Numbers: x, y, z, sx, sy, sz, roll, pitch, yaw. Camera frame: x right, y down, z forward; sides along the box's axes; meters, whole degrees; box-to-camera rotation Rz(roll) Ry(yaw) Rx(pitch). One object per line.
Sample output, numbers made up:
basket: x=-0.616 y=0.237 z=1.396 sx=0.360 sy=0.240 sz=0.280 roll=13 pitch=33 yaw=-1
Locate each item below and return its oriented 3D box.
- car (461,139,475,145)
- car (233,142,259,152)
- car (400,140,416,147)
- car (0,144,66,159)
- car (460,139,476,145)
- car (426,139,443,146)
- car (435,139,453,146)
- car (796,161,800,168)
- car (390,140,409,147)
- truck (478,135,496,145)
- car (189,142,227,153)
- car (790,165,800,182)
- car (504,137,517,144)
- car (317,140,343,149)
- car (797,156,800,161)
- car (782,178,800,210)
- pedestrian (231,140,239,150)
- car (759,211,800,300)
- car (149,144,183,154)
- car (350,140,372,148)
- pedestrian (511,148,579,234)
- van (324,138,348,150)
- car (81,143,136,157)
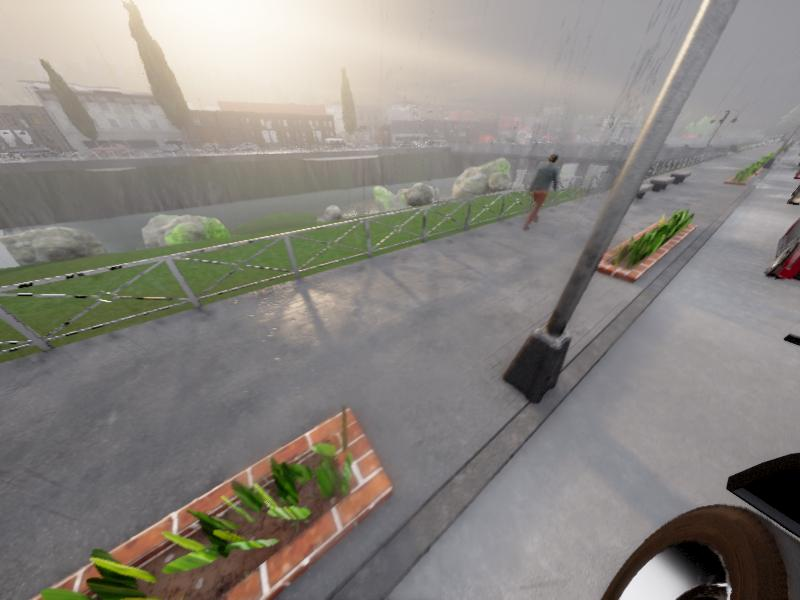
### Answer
car: x=21.505 y=-49.846 z=72.939 sx=3.988 sy=1.617 sz=1.851 roll=-22 pitch=41 yaw=-28
car: x=-31.159 y=-31.000 z=46.802 sx=3.806 sy=1.475 sz=1.970 roll=-22 pitch=41 yaw=-28
car: x=2.216 y=-41.893 z=61.918 sx=3.806 sy=1.475 sz=1.970 roll=-22 pitch=41 yaw=-28
car: x=-53.719 y=-21.793 z=33.851 sx=4.856 sy=1.649 sz=2.033 roll=-22 pitch=41 yaw=-28
car: x=22.950 y=-53.310 z=77.734 sx=5.238 sy=1.638 sz=1.930 roll=-22 pitch=41 yaw=-28
car: x=10.578 y=-48.183 z=70.682 sx=5.008 sy=1.535 sz=1.882 roll=-22 pitch=41 yaw=-28
car: x=12.888 y=-46.351 z=67.977 sx=5.238 sy=1.638 sz=1.930 roll=-22 pitch=41 yaw=-28
car: x=34.464 y=-11.621 z=18.750 sx=4.193 sy=1.474 sz=1.816 roll=-22 pitch=41 yaw=-28
car: x=-0.044 y=-43.840 z=64.586 sx=4.974 sy=1.542 sz=2.038 roll=-22 pitch=41 yaw=-28
truck: x=28.829 y=-53.244 z=76.863 sx=5.204 sy=2.467 sz=2.627 roll=-22 pitch=41 yaw=-28
car: x=-36.283 y=-28.964 z=43.826 sx=5.238 sy=1.638 sz=1.930 roll=-22 pitch=41 yaw=-28
car: x=25.426 y=-7.931 z=13.563 sx=4.514 sy=1.525 sz=2.007 roll=-23 pitch=41 yaw=-28
car: x=39.851 y=-57.527 z=83.345 sx=3.866 sy=1.878 sz=1.905 roll=-22 pitch=41 yaw=-28
car: x=-16.612 y=-37.039 z=55.072 sx=5.238 sy=1.638 sz=1.930 roll=-22 pitch=41 yaw=-28
car: x=43.318 y=-15.280 z=23.800 sx=3.633 sy=1.501 sz=1.845 roll=-22 pitch=41 yaw=-28
car: x=16.819 y=-4.396 z=8.641 sx=4.514 sy=1.525 sz=2.007 roll=-22 pitch=41 yaw=-28
pedestrian: x=-36.349 y=-34.160 z=50.793 sx=0.751 sy=1.860 sz=0.751 roll=-26 pitch=42 yaw=-31
car: x=8.718 y=-1.004 z=4.054 sx=4.181 sy=1.385 sz=1.994 roll=-22 pitch=41 yaw=-28
car: x=-41.348 y=-26.811 z=40.968 sx=3.806 sy=1.475 sz=1.970 roll=-22 pitch=41 yaw=-28
car: x=-9.876 y=-39.808 z=58.939 sx=4.856 sy=1.649 sz=2.033 roll=-22 pitch=41 yaw=-28
pedestrian: x=3.684 y=-2.811 z=6.011 sx=0.751 sy=1.860 sz=0.751 roll=-26 pitch=43 yaw=-32
van: x=-14.475 y=-35.270 z=52.200 sx=4.480 sy=2.038 sz=2.069 roll=-22 pitch=41 yaw=-28
car: x=-47.194 y=-24.471 z=37.584 sx=5.027 sy=1.651 sz=2.152 roll=-22 pitch=41 yaw=-28
